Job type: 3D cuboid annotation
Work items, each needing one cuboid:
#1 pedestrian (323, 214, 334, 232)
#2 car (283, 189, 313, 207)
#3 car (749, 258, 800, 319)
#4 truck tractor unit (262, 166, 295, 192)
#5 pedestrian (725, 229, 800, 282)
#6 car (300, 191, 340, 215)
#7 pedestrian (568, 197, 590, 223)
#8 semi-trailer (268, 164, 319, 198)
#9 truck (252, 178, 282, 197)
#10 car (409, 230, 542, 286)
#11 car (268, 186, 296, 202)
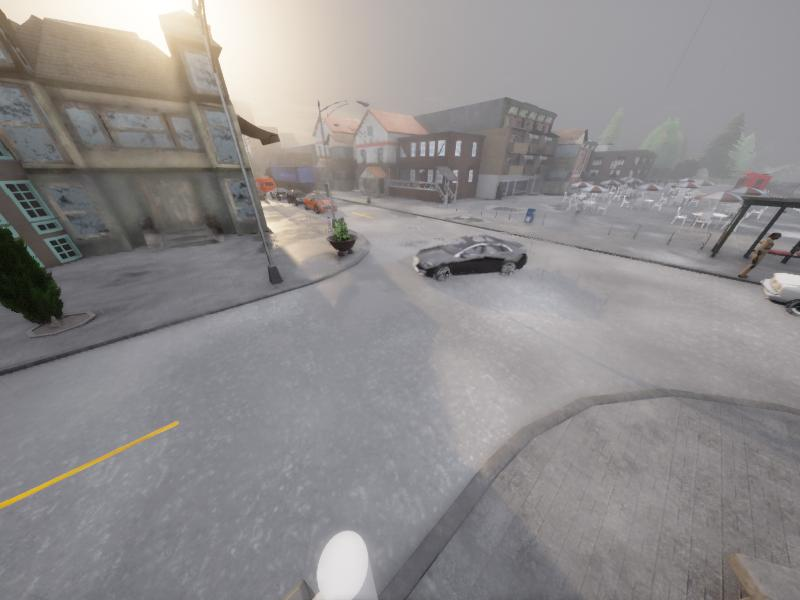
[{"bbox_3d":[-4.991,-5.360,16.142,0.500,1.100,0.500,-9,31,-16],"label":"pedestrian"},{"bbox_3d":[-12.676,-12.715,28.629,1.851,1.617,3.988,-23,37,-34],"label":"car"},{"bbox_3d":[14.143,0.283,6.427,1.895,1.301,4.718,-23,37,-34],"label":"car"},{"bbox_3d":[-23.441,-23.372,44.469,3.053,4.208,6.516,-23,37,-34],"label":"truck tractor unit"},{"bbox_3d":[14.234,-1.756,9.138,0.751,1.860,0.751,-12,32,-19],"label":"pedestrian"},{"bbox_3d":[-8.443,-10.278,24.220,2.097,1.767,4.553,-23,37,-34],"label":"car"},{"bbox_3d":[14.475,-7.282,18.757,0.751,1.860,0.751,10,32,17],"label":"pedestrian"},{"bbox_3d":[-18.368,-20.418,39.160,2.717,4.402,14.254,-23,37,-34],"label":"semi-trailer"},{"bbox_3d":[-21.968,-18.629,38.003,2.627,2.467,5.204,-23,37,-34],"label":"truck"},{"bbox_3d":[3.030,-1.942,10.064,4.902,1.511,2.128,-5,30,-8],"label":"car"},{"bbox_3d":[-17.014,-15.267,33.125,2.038,1.542,4.974,-23,37,-34],"label":"car"}]
